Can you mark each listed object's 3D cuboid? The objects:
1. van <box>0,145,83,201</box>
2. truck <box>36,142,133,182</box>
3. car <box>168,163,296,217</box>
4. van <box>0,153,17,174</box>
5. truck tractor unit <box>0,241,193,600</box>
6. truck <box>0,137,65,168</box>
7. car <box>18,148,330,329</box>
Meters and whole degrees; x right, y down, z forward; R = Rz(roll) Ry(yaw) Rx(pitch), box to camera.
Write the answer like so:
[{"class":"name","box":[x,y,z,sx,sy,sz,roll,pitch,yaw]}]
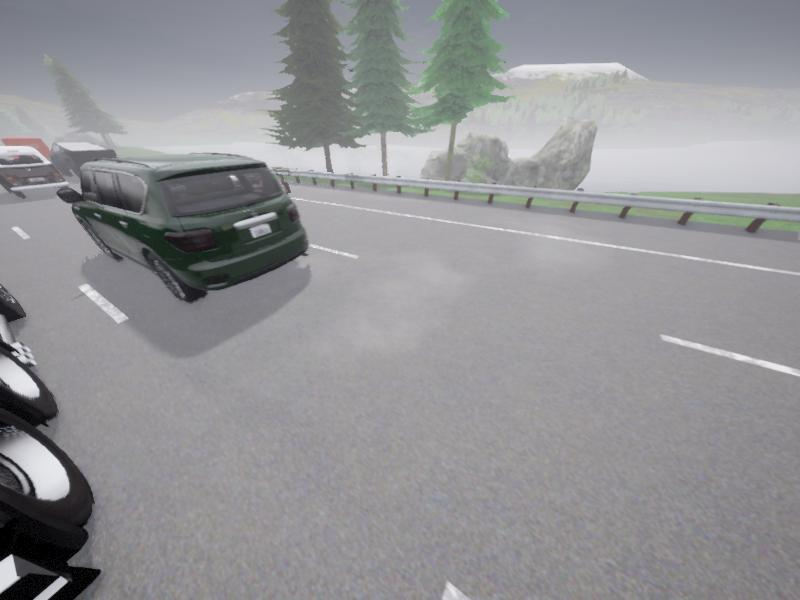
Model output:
[{"class":"van","box":[-18.951,-6.503,11.604,4.480,2.038,2.069,18,40,24]},{"class":"truck","box":[-22.812,-10.149,16.724,6.274,2.098,2.390,18,40,24]},{"class":"car","box":[-6.747,-4.555,9.283,4.718,1.301,1.895,18,40,24]},{"class":"van","box":[-35.426,-11.669,19.147,4.480,2.038,2.069,12,38,17]},{"class":"truck tractor unit","box":[-5.076,-0.334,0.825,6.516,4.208,3.053,20,40,26]},{"class":"truck","box":[-39.279,-15.708,24.496,5.204,2.467,2.627,18,40,24]},{"class":"car","box":[-4.441,-1.752,4.680,5.566,2.045,2.150,18,40,24]}]
